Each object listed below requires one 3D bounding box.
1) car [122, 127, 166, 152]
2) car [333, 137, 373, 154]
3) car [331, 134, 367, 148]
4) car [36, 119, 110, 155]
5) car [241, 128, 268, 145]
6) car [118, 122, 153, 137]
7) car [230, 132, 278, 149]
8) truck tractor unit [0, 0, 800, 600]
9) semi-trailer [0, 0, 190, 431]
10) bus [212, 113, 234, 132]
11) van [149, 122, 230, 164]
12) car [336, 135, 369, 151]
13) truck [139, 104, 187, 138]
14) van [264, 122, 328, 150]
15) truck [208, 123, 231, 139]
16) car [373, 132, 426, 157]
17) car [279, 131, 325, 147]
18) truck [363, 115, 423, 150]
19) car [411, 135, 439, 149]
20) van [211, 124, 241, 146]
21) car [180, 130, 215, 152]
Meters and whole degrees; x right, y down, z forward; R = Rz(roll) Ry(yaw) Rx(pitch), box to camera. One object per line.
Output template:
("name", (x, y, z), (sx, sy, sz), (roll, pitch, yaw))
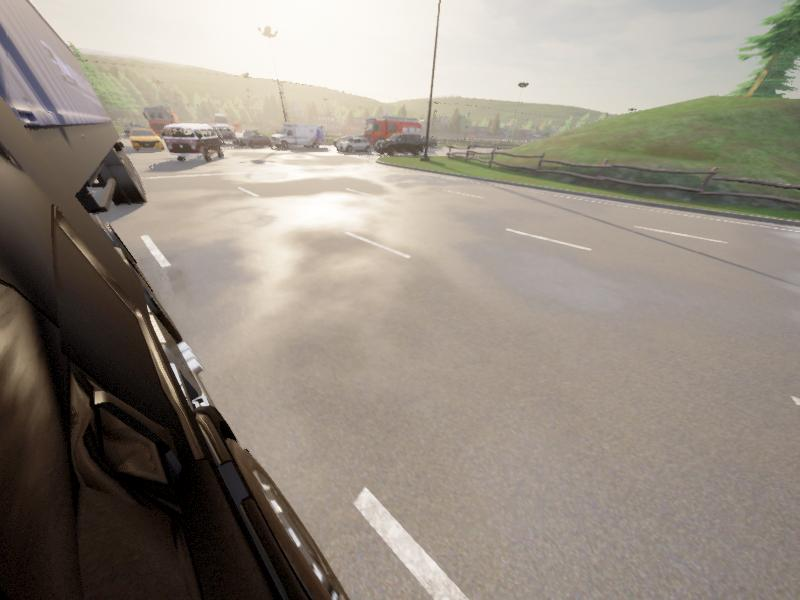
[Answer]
("car", (-21.971, -13.943, 20.013), (1.882, 1.535, 5.008), (-24, 44, -32))
("car", (-5.194, -17.363, 25.945), (3.806, 1.475, 1.970), (-28, 46, -35))
("car", (-7.759, -24.217, 35.168), (4.792, 1.488, 2.163), (-18, 41, -26))
("car", (-23.243, -11.801, 16.699), (1.932, 1.855, 4.605), (-25, 44, -33))
("car", (-20.220, -22.707, 32.053), (2.242, 1.667, 4.611), (-21, 42, -29))
("car", (-39.265, -25.429, 34.485), (2.152, 1.651, 5.027), (-18, 41, -26))
("car", (-16.879, -18.620, 26.936), (1.994, 1.385, 4.181), (17, 38, 19))
("truck tractor unit", (-2.645, -0.295, 0.352), (6.516, 4.208, 3.053), (28, 44, 30))
("semi-trailer", (-8.170, -3.889, 4.723), (2.717, 4.402, 14.254), (-27, 46, -34))
("bus", (-55.570, -55.719, 72.665), (3.944, 4.253, 10.273), (-17, 41, -26))
("van", (-13.779, -10.628, 15.614), (2.069, 2.038, 4.480), (-7, 37, -13))
("car", (-5.995, -19.873, 29.289), (3.633, 1.501, 1.845), (-20, 42, -28))
("truck", (-37.313, -28.371, 36.789), (2.891, 3.827, 8.468), (-17, 41, -26))
("van", (-12.182, -19.659, 27.794), (2.351, 2.431, 6.366), (27, 43, 30))
("truck", (-30.907, -29.134, 39.756), (2.390, 2.098, 6.274), (-18, 41, -26))
("car", (-0.016, -17.216, 25.628), (5.566, 2.045, 2.150), (-20, 42, -28))
("car", (-13.243, -21.942, 31.538), (5.027, 1.651, 2.152), (-28, 46, -35))
("truck", (-0.978, -24.963, 34.680), (8.468, 3.827, 2.891), (-18, 41, -26))
("car", (4.511, -28.361, 41.391), (4.605, 1.855, 1.932), (-17, 41, -26))
("van", (-21.812, -20.729, 28.912), (2.069, 2.038, 4.480), (-22, 43, -30))
("car", (-19.063, -14.991, 21.710), (1.816, 1.474, 4.193), (-24, 44, -32))
